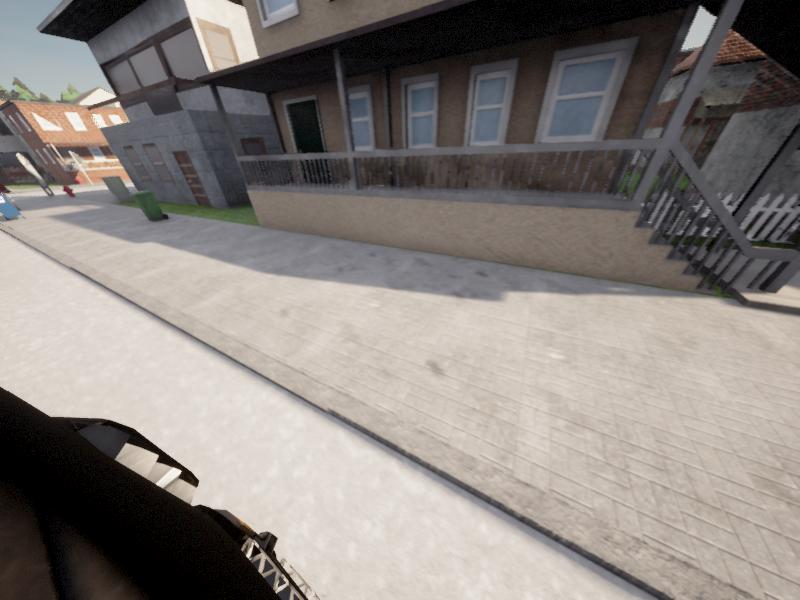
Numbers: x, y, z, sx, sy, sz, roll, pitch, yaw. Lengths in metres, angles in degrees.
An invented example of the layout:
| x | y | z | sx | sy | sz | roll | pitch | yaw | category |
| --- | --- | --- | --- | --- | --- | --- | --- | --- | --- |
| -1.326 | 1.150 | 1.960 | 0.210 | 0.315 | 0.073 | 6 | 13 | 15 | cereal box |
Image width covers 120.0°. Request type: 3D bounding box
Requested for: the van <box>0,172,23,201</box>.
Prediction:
| x | y | z | sx | sy | sz | roll | pitch | yaw | category |
| --- | --- | --- | --- | --- | --- | --- | --- | --- | --- |
| -30.450 | -7.632 | 15.847 | 2.069 | 2.038 | 4.480 | -14 | 35 | -12 | van |
